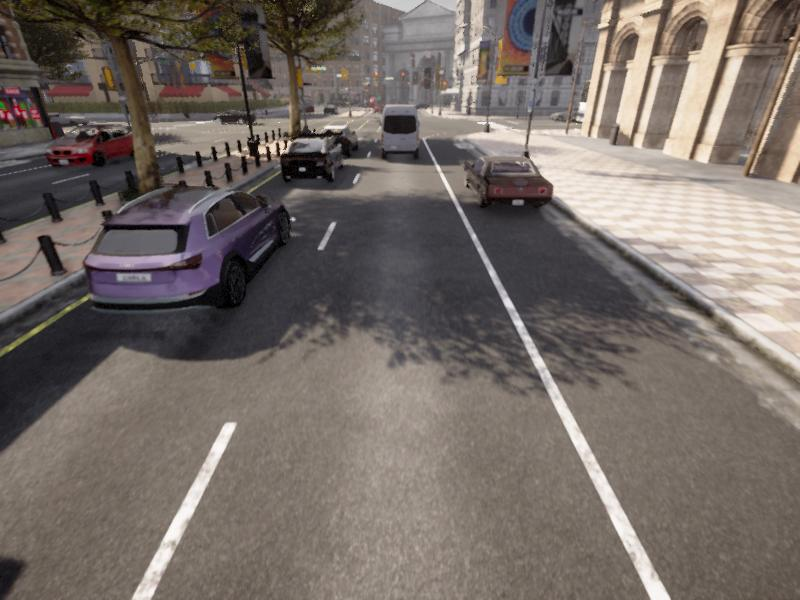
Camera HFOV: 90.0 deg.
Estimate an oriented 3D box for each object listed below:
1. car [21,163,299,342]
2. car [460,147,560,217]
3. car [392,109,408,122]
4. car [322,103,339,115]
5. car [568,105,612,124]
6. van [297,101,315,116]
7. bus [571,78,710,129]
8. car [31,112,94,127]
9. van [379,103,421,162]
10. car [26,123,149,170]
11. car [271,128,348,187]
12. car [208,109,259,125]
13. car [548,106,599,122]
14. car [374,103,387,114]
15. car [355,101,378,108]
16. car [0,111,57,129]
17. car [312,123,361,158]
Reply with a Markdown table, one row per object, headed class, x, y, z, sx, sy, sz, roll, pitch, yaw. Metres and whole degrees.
| class | x | y | z | sx | sy | sz | roll | pitch | yaw |
| --- | --- | --- | --- | --- | --- | --- | --- | --- | --- |
| car | -3.494 | -1.264 | 7.293 | 2.033 | 1.649 | 4.856 | 0 | 27 | 0 |
| car | 3.254 | -3.969 | 12.880 | 1.895 | 1.301 | 4.718 | 0 | 27 | 0 |
| car | 0.002 | -23.319 | 50.444 | 1.895 | 1.301 | 4.718 | 0 | 27 | 0 |
| car | -11.499 | -31.789 | 66.526 | 1.930 | 1.638 | 5.238 | 0 | 27 | 0 |
| car | 21.593 | -21.213 | 45.665 | 3.866 | 1.878 | 1.905 | 0 | 27 | 0 |
| van | -15.000 | -30.850 | 64.334 | 1.775 | 1.987 | 4.442 | 0 | 27 | 0 |
| bus | 23.039 | -19.168 | 39.119 | 10.273 | 4.253 | 3.944 | 0 | 27 | 1 |
| car | -35.673 | -19.148 | 42.422 | 4.718 | 1.301 | 1.895 | 0 | 27 | 0 |
| van | 0.008 | -9.369 | 22.020 | 1.988 | 2.561 | 5.915 | 0 | 27 | 0 |
| car | -14.998 | -7.645 | 19.650 | 2.242 | 1.667 | 4.611 | 0 | 27 | 0 |
| car | -3.495 | -6.037 | 16.540 | 1.930 | 1.638 | 5.238 | 0 | 27 | 0 |
| car | -18.636 | -20.599 | 44.989 | 4.892 | 1.490 | 1.837 | 6 | 27 | 11 |
| car | 21.061 | -22.692 | 48.830 | 5.027 | 1.651 | 2.152 | 0 | 27 | 0 |
| car | -3.501 | -34.485 | 72.070 | 2.152 | 1.651 | 5.027 | 0 | 27 | 0 |
| car | -8.259 | -48.134 | 98.490 | 5.357 | 1.411 | 2.033 | -17 | 32 | -29 |
| car | -37.355 | -17.666 | 39.239 | 5.366 | 1.575 | 1.801 | 0 | 27 | 0 |
| car | -3.491 | -9.089 | 22.642 | 1.970 | 1.475 | 3.806 | 1 | 27 | 2 |
